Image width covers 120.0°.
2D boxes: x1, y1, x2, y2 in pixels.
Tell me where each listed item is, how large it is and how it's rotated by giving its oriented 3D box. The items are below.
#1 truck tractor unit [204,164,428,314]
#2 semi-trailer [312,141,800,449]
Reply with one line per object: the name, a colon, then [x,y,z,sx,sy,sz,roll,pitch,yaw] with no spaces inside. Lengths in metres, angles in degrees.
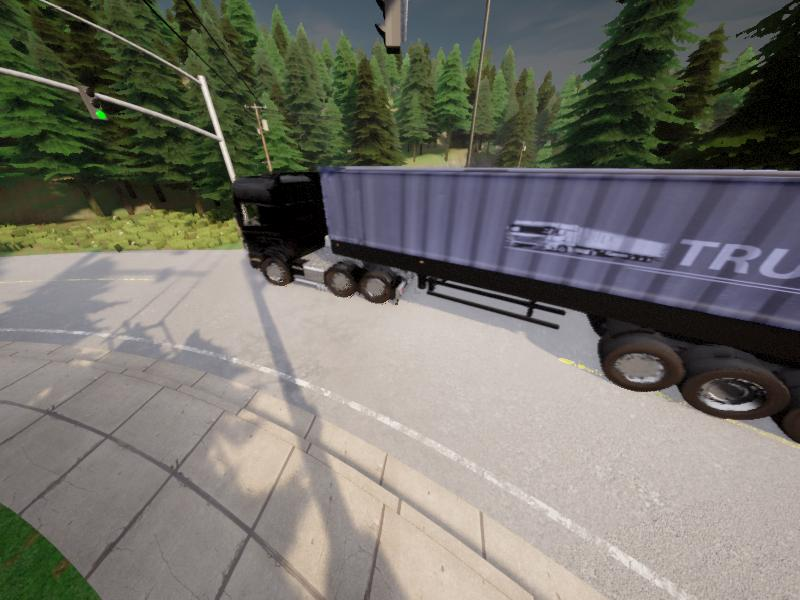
truck tractor unit: [-2.624,-2.640,8.675,6.516,4.208,3.053,10,31,16]
semi-trailer: [4.351,-0.892,5.433,14.254,4.402,2.717,16,33,26]
